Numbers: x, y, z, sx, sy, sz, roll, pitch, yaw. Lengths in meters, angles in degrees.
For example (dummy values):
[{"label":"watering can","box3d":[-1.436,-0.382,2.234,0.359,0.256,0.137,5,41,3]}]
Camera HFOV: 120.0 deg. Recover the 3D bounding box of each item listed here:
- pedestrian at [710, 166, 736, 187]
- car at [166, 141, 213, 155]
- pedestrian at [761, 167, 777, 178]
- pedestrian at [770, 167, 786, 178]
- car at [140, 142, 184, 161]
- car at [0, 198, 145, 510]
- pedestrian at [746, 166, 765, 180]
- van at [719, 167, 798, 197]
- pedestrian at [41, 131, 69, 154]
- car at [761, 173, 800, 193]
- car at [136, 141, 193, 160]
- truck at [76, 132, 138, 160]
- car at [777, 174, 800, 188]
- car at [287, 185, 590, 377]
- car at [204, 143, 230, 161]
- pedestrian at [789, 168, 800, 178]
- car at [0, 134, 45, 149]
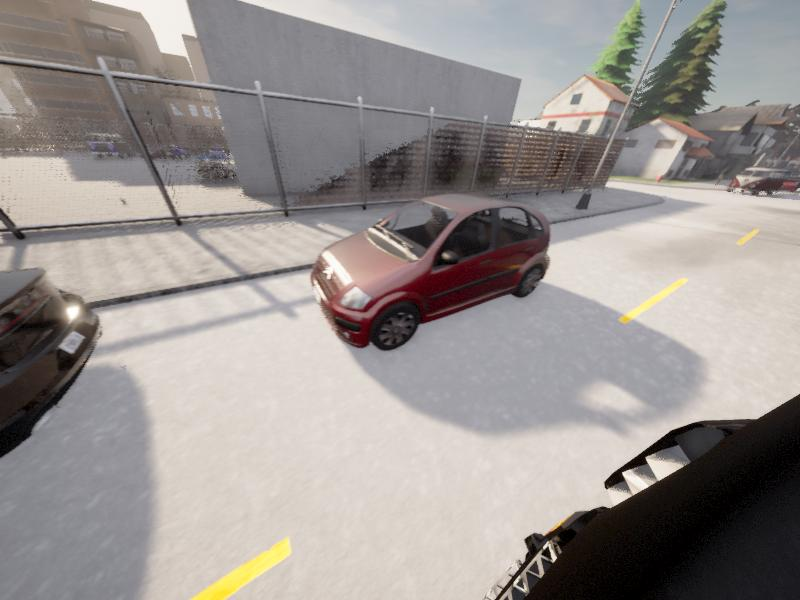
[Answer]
[{"label":"pedestrian","box3d":[33.690,-12.954,24.143,0.751,1.860,0.751,-20,40,-30]},{"label":"car","box3d":[-31.578,-23.023,34.942,4.902,1.511,2.128,-17,38,-27]},{"label":"pedestrian","box3d":[71.466,-24.726,44.760,0.751,1.860,0.751,-15,38,-25]},{"label":"pedestrian","box3d":[78.297,-26.398,47.800,0.751,1.860,0.751,-10,36,-19]},{"label":"car","box3d":[-24.803,-15.682,24.345,2.033,1.415,5.357,-16,38,-26]},{"label":"car","box3d":[-5.137,0.858,0.794,5.238,1.638,1.930,-17,38,-27]},{"label":"pedestrian","box3d":[56.358,-20.087,36.618,0.751,1.860,0.751,-16,38,-26]},{"label":"van","box3d":[30.397,-10.056,19.639,4.442,1.987,1.775,-9,35,-17]},{"label":"pedestrian","box3d":[-35.678,-16.296,23.935,0.751,1.860,0.751,-23,41,-33]},{"label":"car","box3d":[40.392,-12.248,24.118,4.514,1.525,2.007,-16,38,-26]},{"label":"car","box3d":[-24.523,-15.719,24.293,3.705,1.547,1.789,-16,38,-26]},{"label":"truck","box3d":[-28.284,-15.033,22.537,2.069,2.038,4.478,-16,38,-26]},{"label":"car","box3d":[50.855,-15.218,29.535,4.181,1.385,1.994,-16,38,-26]},{"label":"car","box3d":[0.667,-0.763,3.711,3.988,1.617,1.851,-16,38,-26]},{"label":"car","box3d":[-20.979,-17.107,26.673,1.845,1.501,3.633,-16,38,-26]},{"label":"pedestrian","box3d":[89.828,-28.858,52.370,0.751,1.860,0.751,-15,38,-25]},{"label":"car","box3d":[-49.938,-20.640,30.063,2.033,1.411,5.357,-16,38,-26]}]
